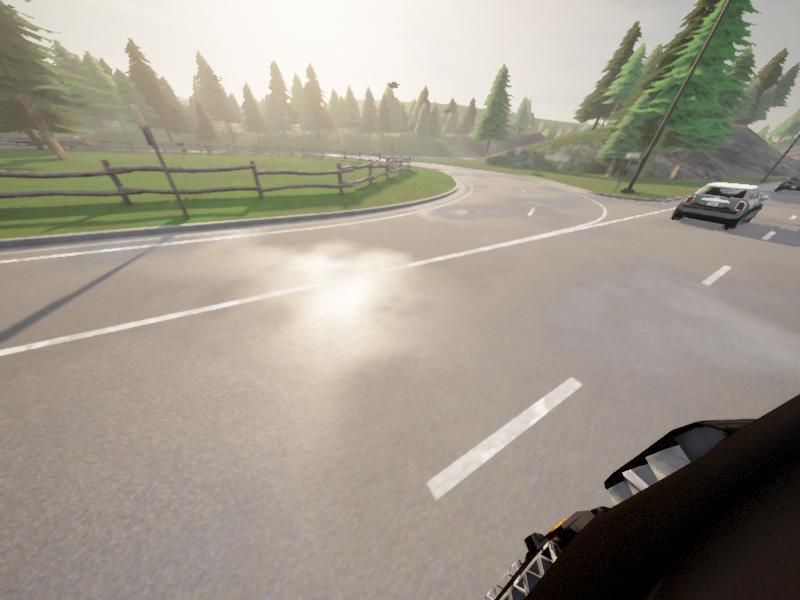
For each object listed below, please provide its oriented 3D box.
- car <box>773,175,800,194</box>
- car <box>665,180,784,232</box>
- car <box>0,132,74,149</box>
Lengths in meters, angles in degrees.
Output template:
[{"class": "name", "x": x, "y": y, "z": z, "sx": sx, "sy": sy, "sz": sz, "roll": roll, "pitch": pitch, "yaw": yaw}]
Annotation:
[{"class": "car", "x": 39.203, "y": -11.395, "z": 22.730, "sx": 4.193, "sy": 1.474, "sz": 1.816, "roll": -16, "pitch": 38, "yaw": -26}, {"class": "car", "x": 13.810, "y": -4.139, "z": 9.888, "sx": 3.806, "sy": 1.475, "sz": 1.970, "roll": -16, "pitch": 38, "yaw": -26}, {"class": "car", "x": -48.014, "y": -21.034, "z": 30.561, "sx": 5.027, "sy": 1.651, "sz": 2.152, "roll": -16, "pitch": 38, "yaw": -26}]
